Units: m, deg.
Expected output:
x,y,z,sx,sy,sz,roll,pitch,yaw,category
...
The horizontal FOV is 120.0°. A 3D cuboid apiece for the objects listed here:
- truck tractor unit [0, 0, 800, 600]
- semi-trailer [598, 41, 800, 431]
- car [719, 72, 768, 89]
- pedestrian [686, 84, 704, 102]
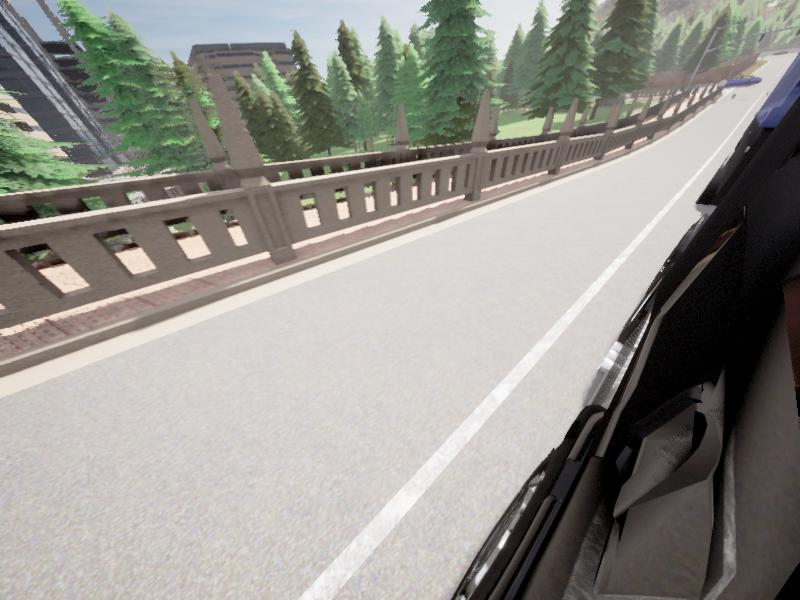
x,y,z,sx,sy,sz,roll,pitch,yaw,category
2.645,-0.295,0.351,6.516,4.208,3.053,-28,44,-30,truck tractor unit
8.693,-3.610,4.230,14.254,4.402,2.717,-28,44,-30,semi-trailer
59.285,-37.970,40.043,4.514,1.525,2.007,29,53,36,car
43.191,-30.267,33.808,0.751,1.860,0.751,-32,45,-24,pedestrian
